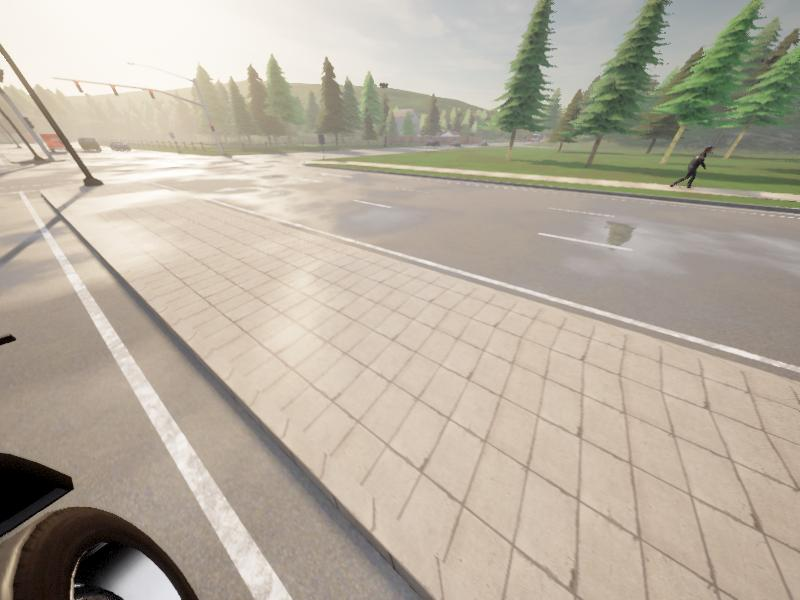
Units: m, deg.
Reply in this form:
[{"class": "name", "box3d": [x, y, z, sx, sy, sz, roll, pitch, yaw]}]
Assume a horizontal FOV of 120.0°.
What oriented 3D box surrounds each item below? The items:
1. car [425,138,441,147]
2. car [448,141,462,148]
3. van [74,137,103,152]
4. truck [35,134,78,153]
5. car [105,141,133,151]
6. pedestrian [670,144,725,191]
[{"class": "car", "box3d": [9.568, -45.386, 66.607, 2.150, 2.045, 5.566, 22, 41, 28]}, {"class": "car", "box3d": [15.124, -42.689, 63.287, 1.837, 1.490, 4.892, 22, 41, 28]}, {"class": "van", "box3d": [-54.168, -27.073, 40.191, 4.442, 1.987, 1.775, 22, 40, 27]}, {"class": "truck", "box3d": [-55.569, -25.385, 37.366, 5.204, 2.467, 2.627, 22, 40, 27]}, {"class": "car", "box3d": [-51.599, -28.258, 42.396, 5.357, 1.411, 2.033, 22, 40, 27]}, {"class": "pedestrian", "box3d": [14.310, -6.424, 11.210, 0.751, 1.860, 0.751, 22, 41, 28]}]
